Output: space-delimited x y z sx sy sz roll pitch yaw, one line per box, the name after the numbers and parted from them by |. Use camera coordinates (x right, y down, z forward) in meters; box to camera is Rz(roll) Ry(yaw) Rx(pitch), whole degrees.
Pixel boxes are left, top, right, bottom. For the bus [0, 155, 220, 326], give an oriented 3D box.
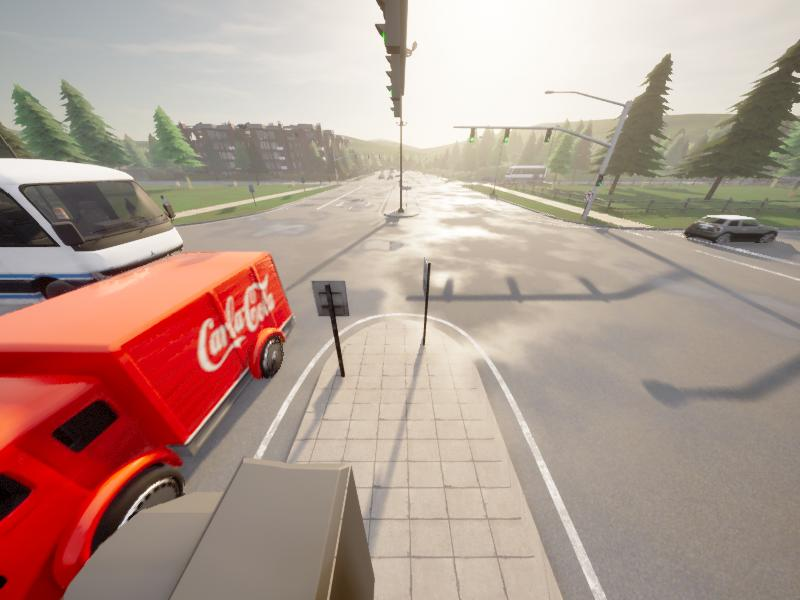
-13.113 -2.066 7.433 10.273 4.253 3.944 0 30 0 | bus

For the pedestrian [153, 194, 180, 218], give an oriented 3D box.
-20.161 -8.157 20.021 0.751 1.860 0.751 2 30 3 | pedestrian

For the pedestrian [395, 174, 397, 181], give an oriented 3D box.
-1.262 -39.378 74.130 0.751 1.860 0.751 -1 30 -2 | pedestrian

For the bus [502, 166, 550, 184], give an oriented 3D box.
34.340 -34.393 63.423 10.273 4.253 3.944 0 30 0 | bus

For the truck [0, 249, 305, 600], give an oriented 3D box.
-4.007 1.165 3.644 2.627 2.467 5.204 0 29 0 | truck

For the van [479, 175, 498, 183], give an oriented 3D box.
25.638 -35.221 67.122 4.442 1.987 1.775 0 30 0 | van

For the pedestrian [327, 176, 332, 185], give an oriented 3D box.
-17.488 -29.484 56.960 0.751 1.860 0.751 1 30 2 | pedestrian

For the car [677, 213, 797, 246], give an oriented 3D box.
20.404 -4.367 14.192 3.806 1.475 1.970 0 30 0 | car
